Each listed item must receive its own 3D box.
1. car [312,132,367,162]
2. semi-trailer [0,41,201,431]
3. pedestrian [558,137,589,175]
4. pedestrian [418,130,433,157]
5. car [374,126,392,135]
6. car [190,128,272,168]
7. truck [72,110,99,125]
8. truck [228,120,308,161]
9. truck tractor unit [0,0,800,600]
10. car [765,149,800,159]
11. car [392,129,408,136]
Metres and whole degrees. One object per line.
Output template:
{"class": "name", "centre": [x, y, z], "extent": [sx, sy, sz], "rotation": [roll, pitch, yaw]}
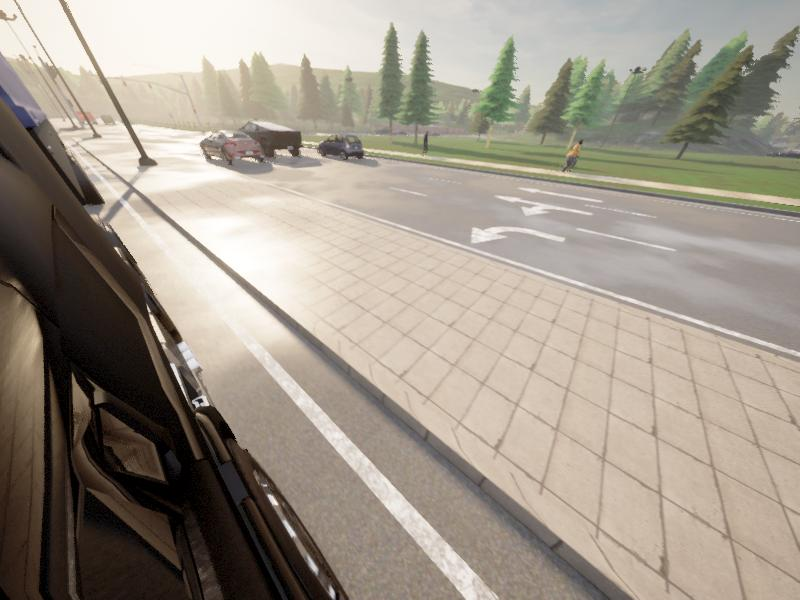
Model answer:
{"class": "car", "centre": [-4.665, -11.949, 17.936], "extent": [3.988, 1.617, 1.851], "rotation": [28, 44, 29]}
{"class": "semi-trailer", "centre": [-8.686, -3.609, 4.246], "extent": [14.254, 4.402, 2.717], "rotation": [28, 44, 30]}
{"class": "pedestrian", "centre": [10.606, -8.801, 14.142], "extent": [0.751, 1.860, 0.751], "rotation": [29, 44, 31]}
{"class": "pedestrian", "centre": [2.159, -13.216, 19.522], "extent": [0.751, 1.860, 0.751], "rotation": [27, 43, 28]}
{"class": "car", "centre": [-5.129, -51.714, 70.505], "extent": [2.150, 2.045, 5.566], "rotation": [28, 44, 30]}
{"class": "car", "centre": [-10.591, -9.609, 14.454], "extent": [5.027, 1.651, 2.152], "rotation": [27, 43, 30]}
{"class": "truck", "centre": [-74.119, -43.042, 54.508], "extent": [5.204, 2.467, 2.627], "rotation": [28, 44, 30]}
{"class": "truck", "centre": [-10.143, -12.290, 17.655], "extent": [6.274, 2.098, 2.390], "rotation": [28, 44, 29]}
{"class": "truck tractor unit", "centre": [-2.645, -0.295, 0.351], "extent": [6.516, 4.208, 3.053], "rotation": [28, 44, 30]}
{"class": "car", "centre": [70.916, -26.584, 42.154], "extent": [4.718, 1.301, 1.895], "rotation": [4, 37, 2]}
{"class": "car", "centre": [0.025, -48.512, 66.993], "extent": [1.837, 1.490, 4.892], "rotation": [28, 44, 30]}
